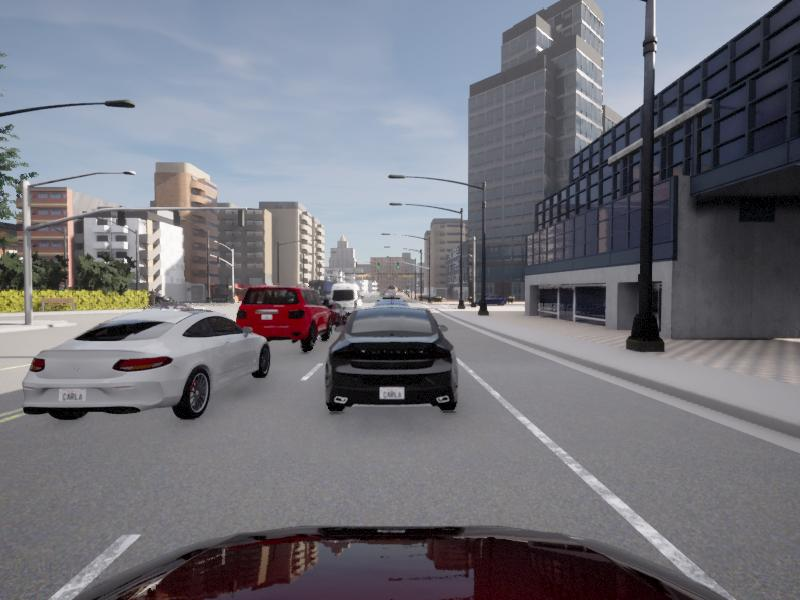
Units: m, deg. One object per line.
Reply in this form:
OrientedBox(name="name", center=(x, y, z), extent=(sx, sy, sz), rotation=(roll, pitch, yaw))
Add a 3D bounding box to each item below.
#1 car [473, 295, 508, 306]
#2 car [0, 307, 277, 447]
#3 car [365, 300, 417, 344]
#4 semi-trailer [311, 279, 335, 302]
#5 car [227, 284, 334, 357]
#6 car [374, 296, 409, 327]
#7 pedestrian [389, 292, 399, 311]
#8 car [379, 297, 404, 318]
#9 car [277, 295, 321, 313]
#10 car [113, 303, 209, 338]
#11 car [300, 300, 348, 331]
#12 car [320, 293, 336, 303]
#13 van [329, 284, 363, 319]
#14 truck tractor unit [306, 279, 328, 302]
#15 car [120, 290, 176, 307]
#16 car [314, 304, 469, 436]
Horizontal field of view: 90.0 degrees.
OrientedBox(name="car", center=(12.127, 0.028, 53.711), extent=(4.193, 1.474, 1.816), rotation=(0, 2, -1))
OrientedBox(name="car", center=(-3.644, 0.882, 6.694), extent=(1.812, 1.442, 4.674), rotation=(0, 0, -1))
OrientedBox(name="car", center=(-0.364, 0.794, 16.902), extent=(1.882, 1.535, 5.008), rotation=(0, 0, -1))
OrientedBox(name="semi-trailer", center=(-15.838, -1.925, 83.614), extent=(2.717, 4.402, 14.254), rotation=(0, 1, -2))
OrientedBox(name="car", center=(-3.814, 0.562, 13.992), extent=(2.150, 2.045, 5.566), rotation=(0, 0, -1))
OrientedBox(name="car", center=(-0.542, 0.637, 24.974), extent=(1.930, 1.638, 5.238), rotation=(0, 1, -1))
OrientedBox(name="pedestrian", center=(-0.629, 0.154, 40.531), extent=(0.751, 1.860, 0.751), rotation=(-1, 2, -40))
OrientedBox(name="car", center=(-0.692, 0.566, 31.793), extent=(1.816, 1.474, 4.193), rotation=(0, 1, -1))
OrientedBox(name="car", center=(-10.028, 0.345, 39.978), extent=(1.882, 1.535, 5.008), rotation=(1, 1, 18))
OrientedBox(name="car", center=(-10.888, 0.860, 18.638), extent=(1.994, 1.385, 4.181), rotation=(0, 1, -1))
OrientedBox(name="car", center=(-4.047, 0.781, 22.145), extent=(1.812, 1.442, 4.674), rotation=(0, 1, -1))
OrientedBox(name="car", center=(-11.953, -0.303, 66.642), extent=(1.930, 1.638, 5.238), rotation=(0, 1, -1))
OrientedBox(name="van", center=(-4.204, 0.030, 32.063), extent=(1.988, 2.561, 5.915), rotation=(0, 1, -1))
OrientedBox(name="truck tractor unit", center=(-15.620, -1.726, 75.706), extent=(3.053, 4.208, 6.516), rotation=(0, 0, -1))
OrientedBox(name="car", center=(-31.155, -0.174, 49.607), extent=(5.566, 2.045, 2.150), rotation=(0, 2, -1))
OrientedBox(name="car", center=(-0.152, 0.858, 7.203), extent=(1.837, 1.490, 4.892), rotation=(0, 0, -1))
